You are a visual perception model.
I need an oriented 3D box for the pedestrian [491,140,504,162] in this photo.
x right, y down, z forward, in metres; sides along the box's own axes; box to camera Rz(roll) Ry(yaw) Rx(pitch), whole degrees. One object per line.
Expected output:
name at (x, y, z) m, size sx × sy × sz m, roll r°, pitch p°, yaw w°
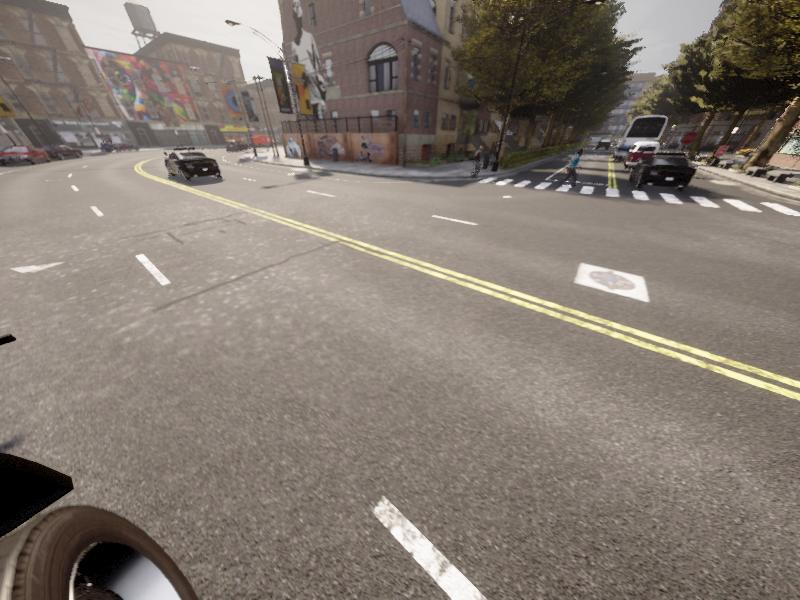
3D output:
pedestrian at (10.244, -15.709, 24.341) m, size 0.751 × 1.860 × 0.751 m, roll 20°, pitch 40°, yaw 25°

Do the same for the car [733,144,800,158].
car at (56.213, -22.965, 35.562) m, size 5.366 × 1.575 × 1.801 m, roll 23°, pitch 41°, yaw 28°

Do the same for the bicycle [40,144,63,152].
bicycle at (-53.157, -23.256, 35.298) m, size 0.373 × 1.024 × 1.643 m, roll 14°, pitch 36°, yaw 35°

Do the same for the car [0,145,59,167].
car at (-34.796, -13.433, 21.392) m, size 2.002 × 1.452 × 4.674 m, roll -21°, pitch 40°, yaw -27°

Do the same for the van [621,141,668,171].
van at (22.435, -13.504, 21.473) m, size 2.069 × 2.038 × 4.480 m, roll 23°, pitch 42°, yaw 29°

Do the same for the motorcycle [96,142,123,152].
motorcycle at (-45.131, -23.799, 35.915) m, size 2.209 × 1.251 × 0.867 m, roll -28°, pitch 44°, yaw -34°

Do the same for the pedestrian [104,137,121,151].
pedestrian at (-46.828, -25.436, 37.648) m, size 0.751 × 1.860 × 0.751 m, roll 1°, pitch 35°, yaw 2°

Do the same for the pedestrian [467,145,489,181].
pedestrian at (4.860, -8.589, 14.466) m, size 0.751 × 1.860 × 0.751 m, roll 23°, pitch 41°, yaw 29°

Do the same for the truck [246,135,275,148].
truck at (-33.643, -38.363, 55.858) m, size 2.627 × 2.467 × 5.204 m, roll 13°, pitch 37°, yaw 17°

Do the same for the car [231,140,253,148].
car at (-37.786, -37.366, 55.349) m, size 1.970 × 1.475 × 3.806 m, roll 11°, pitch 36°, yaw 14°

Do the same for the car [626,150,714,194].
car at (14.879, -7.449, 13.167) m, size 1.930 × 1.638 × 5.238 m, roll 21°, pitch 40°, yaw 27°

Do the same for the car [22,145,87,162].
car at (-37.728, -16.222, 25.451) m, size 1.895 × 1.301 × 4.718 m, roll -14°, pitch 38°, yaw -19°

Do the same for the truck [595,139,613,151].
truck at (47.810, -36.390, 54.071) m, size 2.390 × 2.098 × 6.274 m, roll 23°, pitch 41°, yaw 29°

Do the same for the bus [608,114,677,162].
bus at (30.373, -20.636, 29.716) m, size 3.944 × 4.253 × 10.273 m, roll 23°, pitch 41°, yaw 29°

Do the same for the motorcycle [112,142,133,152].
motorcycle at (-44.913, -24.781, 37.359) m, size 1.805 × 1.236 × 0.856 m, roll -28°, pitch 44°, yaw -34°

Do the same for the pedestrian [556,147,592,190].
pedestrian at (9.078, -6.891, 12.095) m, size 0.751 × 1.860 × 0.751 m, roll -27°, pitch 43°, yaw -33°

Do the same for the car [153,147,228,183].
car at (-13.599, -8.872, 14.944) m, size 5.238 × 1.638 × 1.930 m, roll 25°, pitch 42°, yaw 31°

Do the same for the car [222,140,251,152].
car at (-29.492, -27.982, 41.874) m, size 2.242 × 1.667 × 4.611 m, roll -3°, pitch 35°, yaw -5°

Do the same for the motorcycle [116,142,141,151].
motorcycle at (-45.124, -25.567, 38.423) m, size 2.356 × 1.277 × 0.764 m, roll -28°, pitch 44°, yaw -34°
